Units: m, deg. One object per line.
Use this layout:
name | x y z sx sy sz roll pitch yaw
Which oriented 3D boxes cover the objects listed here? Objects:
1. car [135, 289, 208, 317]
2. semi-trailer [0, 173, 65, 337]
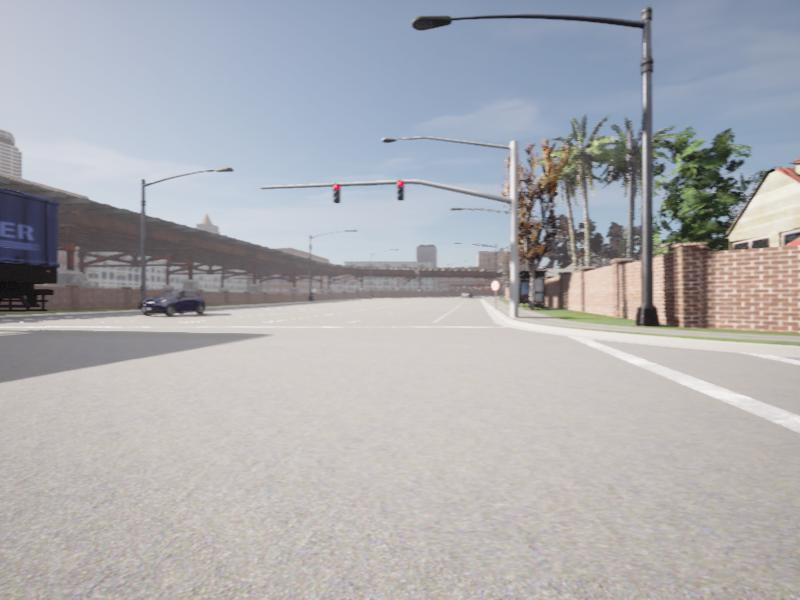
car | -13.339 0.151 23.603 1.845 1.501 3.633 0 1 11
semi-trailer | -13.134 -1.204 5.733 2.717 4.402 14.254 0 0 11
